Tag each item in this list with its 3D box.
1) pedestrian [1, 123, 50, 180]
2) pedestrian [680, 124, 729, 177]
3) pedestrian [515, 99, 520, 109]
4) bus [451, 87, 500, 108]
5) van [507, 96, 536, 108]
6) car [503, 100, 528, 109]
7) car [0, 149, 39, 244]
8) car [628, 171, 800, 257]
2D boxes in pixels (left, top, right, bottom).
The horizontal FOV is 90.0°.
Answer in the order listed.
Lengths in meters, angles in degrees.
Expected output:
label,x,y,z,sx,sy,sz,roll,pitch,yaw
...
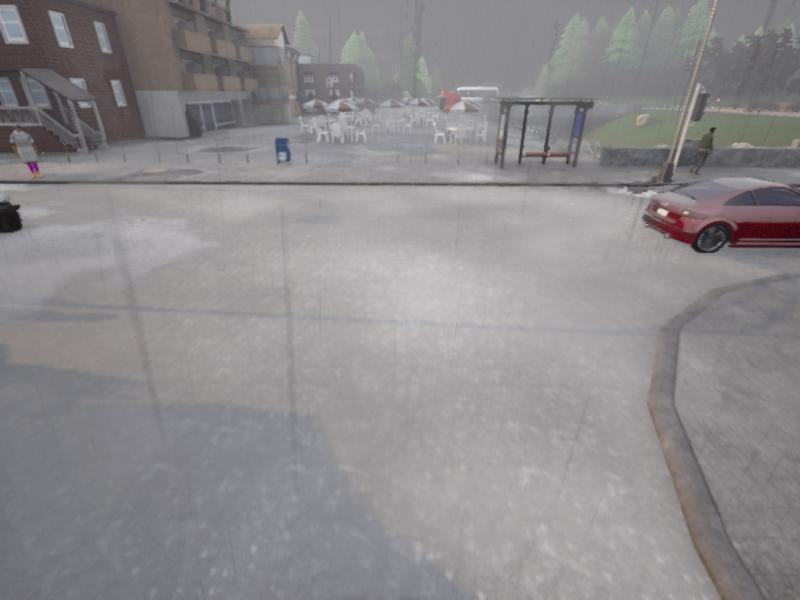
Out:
label,x,y,z,sx,sy,sz,roll,pitch,yaw
pedestrian,-13.876,-5.531,14.894,0.751,1.860,0.751,-19,33,-32
pedestrian,11.807,-5.822,15.571,0.751,1.860,0.751,-4,28,-8
pedestrian,24.775,-41.338,84.300,0.751,1.860,0.751,0,27,0
bus,17.255,-46.519,91.951,10.273,4.253,3.944,0,27,0
van,28.053,-45.760,92.358,5.915,2.561,1.988,0,27,0
car,25.685,-43.520,89.035,4.856,1.649,2.033,0,27,0
car,-10.818,-2.201,8.716,3.866,1.878,1.905,4,27,8
car,7.882,-1.982,8.943,4.181,1.385,1.994,0,27,0
